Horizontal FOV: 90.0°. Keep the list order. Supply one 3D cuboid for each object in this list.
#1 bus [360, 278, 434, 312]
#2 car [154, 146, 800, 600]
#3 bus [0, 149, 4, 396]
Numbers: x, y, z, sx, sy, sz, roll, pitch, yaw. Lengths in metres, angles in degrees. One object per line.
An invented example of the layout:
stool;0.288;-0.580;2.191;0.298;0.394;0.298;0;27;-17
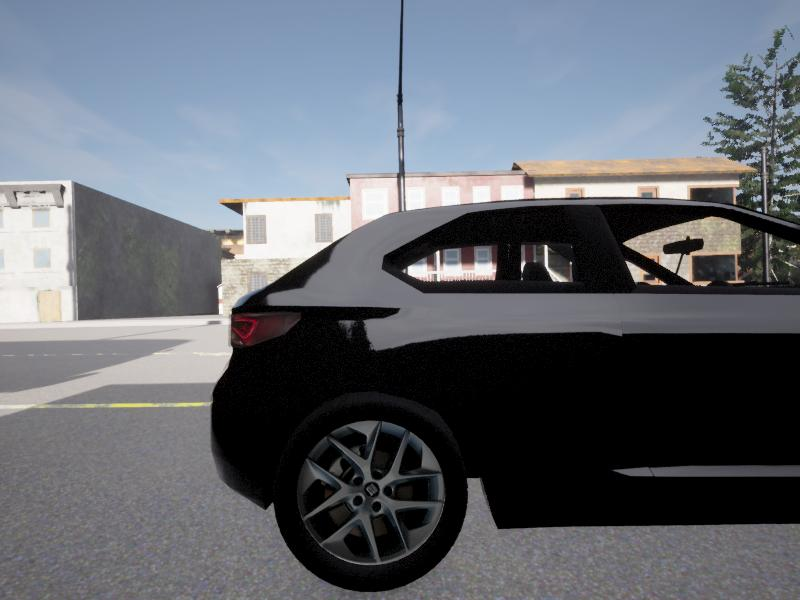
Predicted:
bus;-0.602;-0.527;54.478;3.944;4.253;10.273;-2;0;-44
car;1.305;0.254;2.205;4.193;1.474;1.816;0;0;-1
bus;-9.263;-1.052;2.095;10.273;4.253;3.944;-1;0;-1
